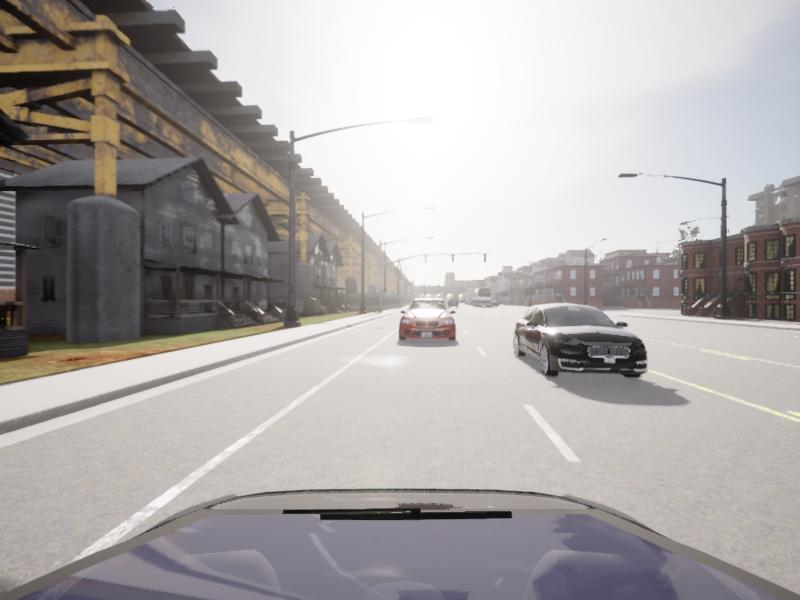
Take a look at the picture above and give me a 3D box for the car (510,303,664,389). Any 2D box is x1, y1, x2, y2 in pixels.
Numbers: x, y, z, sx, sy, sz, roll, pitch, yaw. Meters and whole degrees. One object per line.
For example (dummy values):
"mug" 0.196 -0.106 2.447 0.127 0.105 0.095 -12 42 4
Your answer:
"car" 4.028 0.846 9.671 1.837 1.490 4.892 0 0 5

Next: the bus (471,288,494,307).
"bus" 18.886 -0.533 92.339 3.944 4.253 10.273 0 0 5

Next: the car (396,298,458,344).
"car" 1.194 0.756 16.817 2.242 1.667 4.611 0 0 5
